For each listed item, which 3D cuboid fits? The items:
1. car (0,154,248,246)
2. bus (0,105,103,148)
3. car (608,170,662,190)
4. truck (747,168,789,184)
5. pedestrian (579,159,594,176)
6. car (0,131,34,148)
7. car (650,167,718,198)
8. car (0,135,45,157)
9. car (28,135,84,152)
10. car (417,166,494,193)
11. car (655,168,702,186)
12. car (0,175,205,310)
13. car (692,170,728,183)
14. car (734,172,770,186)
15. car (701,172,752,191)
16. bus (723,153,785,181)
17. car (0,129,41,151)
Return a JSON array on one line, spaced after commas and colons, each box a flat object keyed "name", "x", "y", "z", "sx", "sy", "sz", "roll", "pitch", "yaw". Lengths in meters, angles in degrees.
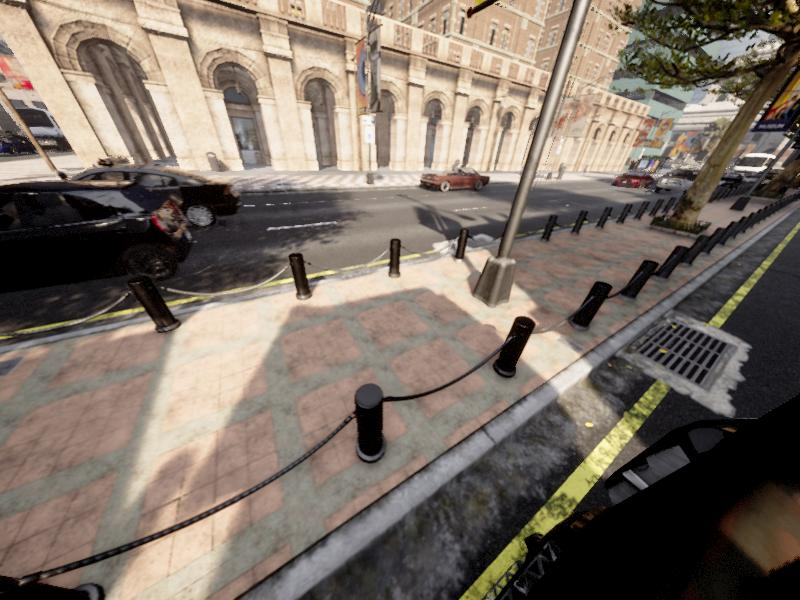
[{"name": "car", "x": -7.411, "y": -2.856, "z": 6.226, "sx": 5.238, "sy": 1.638, "sz": 1.930, "roll": -16, "pitch": 38, "yaw": -26}, {"name": "bus", "x": -50.079, "y": -25.052, "z": 33.969, "sx": 3.944, "sy": 4.253, "sz": 10.273, "roll": -16, "pitch": 37, "yaw": -26}, {"name": "car", "x": 21.863, "y": -11.213, "z": 21.519, "sx": 4.181, "sy": 1.385, "sz": 1.994, "roll": -16, "pitch": 38, "yaw": -27}, {"name": "truck", "x": 60.047, "y": -20.280, "z": 37.707, "sx": 6.274, "sy": 2.098, "sz": 2.390, "roll": -16, "pitch": 38, "yaw": -27}, {"name": "pedestrian", "x": 24.186, "y": -17.146, "z": 29.925, "sx": 0.751, "sy": 1.860, "sz": 0.751, "roll": 29, "pitch": 41, "yaw": 33}, {"name": "car", "x": -50.241, "y": -20.405, "z": 29.300, "sx": 1.930, "sy": 1.638, "sz": 5.238, "roll": -16, "pitch": 38, "yaw": -26}, {"name": "car", "x": 22.487, "y": -9.363, "z": 18.309, "sx": 4.605, "sy": 1.855, "sz": 1.932, "roll": -16, "pitch": 38, "yaw": -27}, {"name": "car", "x": -36.162, "y": -14.179, "z": 21.168, "sx": 2.163, "sy": 1.488, "sz": 4.792, "roll": -16, "pitch": 38, "yaw": -26}, {"name": "car", "x": -40.713, "y": -18.651, "z": 27.524, "sx": 2.007, "sy": 1.525, "sz": 4.514, "roll": -16, "pitch": 38, "yaw": -26}, {"name": "car", "x": 3.648, "y": -8.008, "z": 15.235, "sx": 4.718, "sy": 1.301, "sz": 1.895, "roll": -16, "pitch": 38, "yaw": -27}, {"name": "car", "x": 32.527, "y": -14.392, "z": 26.969, "sx": 4.856, "sy": 1.649, "sz": 2.033, "roll": -16, "pitch": 38, "yaw": -27}, {"name": "car", "x": -5.773, "y": -1.034, "z": 3.701, "sx": 3.633, "sy": 1.501, "sz": 1.845, "roll": -16, "pitch": 38, "yaw": -26}, {"name": "car", "x": 44.692, "y": -17.835, "z": 33.300, "sx": 4.892, "sy": 1.490, "sz": 1.837, "roll": -16, "pitch": 38, "yaw": -27}, {"name": "car", "x": 48.685, "y": -16.750, "z": 31.950, "sx": 3.633, "sy": 1.501, "sz": 1.845, "roll": -16, "pitch": 38, "yaw": -26}, {"name": "car", "x": 35.537, "y": -12.973, "z": 25.173, "sx": 4.902, "sy": 1.511, "sz": 2.128, "roll": -16, "pitch": 38, "yaw": -27}, {"name": "bus", "x": 68.680, "y": -25.802, "z": 44.819, "sx": 10.273, "sy": 4.253, "sz": 3.944, "roll": -16, "pitch": 38, "yaw": -26}, {"name": "car", "x": -43.968, "y": -18.124, "z": 26.134, "sx": 1.905, "sy": 1.878, "sz": 3.866, "roll": -16, "pitch": 38, "yaw": -26}]
